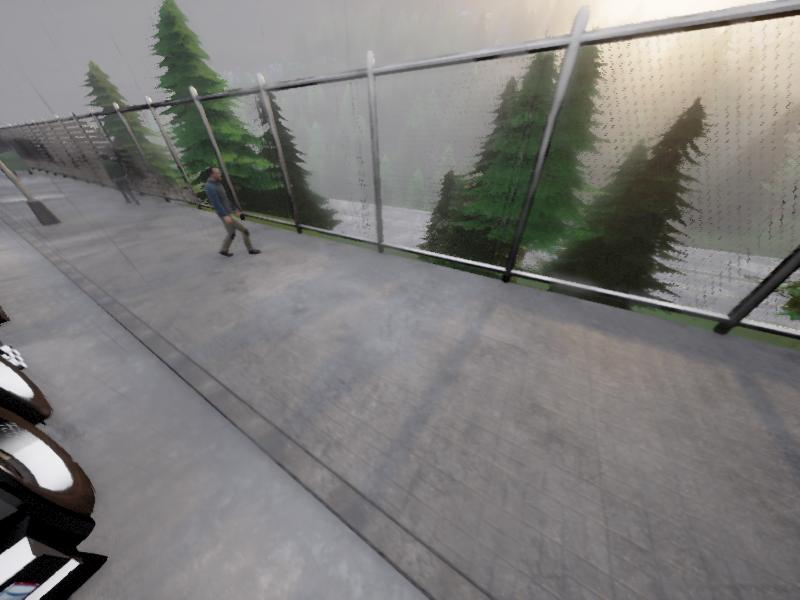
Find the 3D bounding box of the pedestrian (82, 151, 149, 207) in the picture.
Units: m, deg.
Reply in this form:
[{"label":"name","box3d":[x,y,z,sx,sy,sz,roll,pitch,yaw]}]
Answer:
[{"label":"pedestrian","box3d":[-11.147,-4.775,9.116,0.751,1.860,0.751,17,38,23]}]

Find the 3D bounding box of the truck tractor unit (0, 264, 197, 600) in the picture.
[{"label":"truck tractor unit","box3d":[-5.113,-0.299,0.780,6.516,4.208,3.053,18,39,24]}]

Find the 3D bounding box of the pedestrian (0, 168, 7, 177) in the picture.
[{"label":"pedestrian","box3d":[-30.577,-10.148,17.015,0.751,1.860,0.751,18,39,24]}]

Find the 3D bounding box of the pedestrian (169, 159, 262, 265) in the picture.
[{"label":"pedestrian","box3d":[-3.617,-1.793,4.763,0.751,1.860,0.751,-13,37,-17]}]
